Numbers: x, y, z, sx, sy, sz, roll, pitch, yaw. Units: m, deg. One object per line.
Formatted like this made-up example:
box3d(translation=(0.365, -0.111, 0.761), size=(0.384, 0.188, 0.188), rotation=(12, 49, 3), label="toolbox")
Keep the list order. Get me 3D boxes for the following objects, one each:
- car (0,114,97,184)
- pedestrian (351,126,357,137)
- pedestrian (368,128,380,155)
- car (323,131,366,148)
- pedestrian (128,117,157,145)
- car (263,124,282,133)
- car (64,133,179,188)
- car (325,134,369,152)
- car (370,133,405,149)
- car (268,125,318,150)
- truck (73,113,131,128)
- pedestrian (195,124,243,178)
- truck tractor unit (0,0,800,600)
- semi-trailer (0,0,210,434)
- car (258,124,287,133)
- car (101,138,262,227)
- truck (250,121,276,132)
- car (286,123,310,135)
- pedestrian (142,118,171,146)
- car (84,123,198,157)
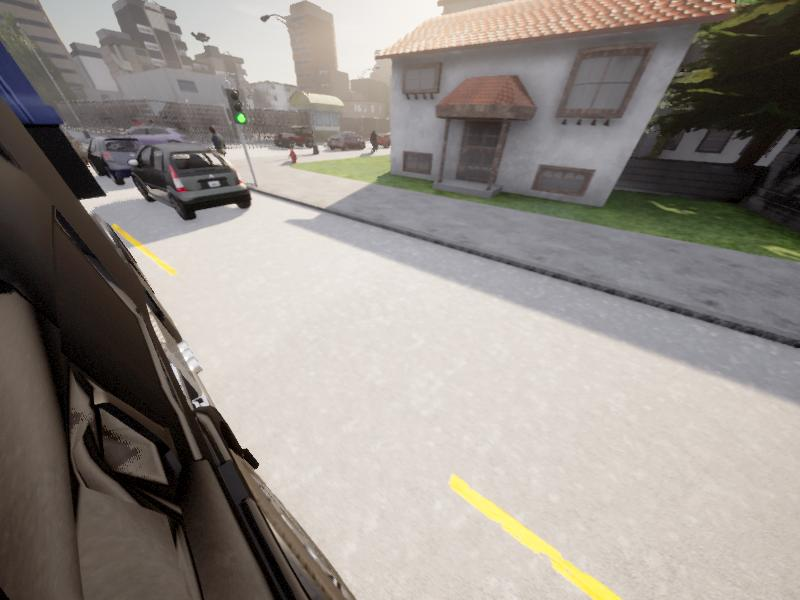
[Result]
box3d(translation=(-15.052, -6.387, 9.739), size=(1.932, 1.855, 4.605), rotation=(-21, 44, -37), label="car")
box3d(translation=(-9.395, -34.572, 47.427), size=(0.751, 1.860, 0.751), rotation=(23, 41, 25), label="pedestrian")
box3d(translation=(-2.284, -14.003, 20.418), size=(0.751, 1.860, 0.751), rotation=(23, 41, 25), label="pedestrian")
box3d(translation=(-6.660, -19.656, 28.199), size=(2.128, 1.511, 4.902), rotation=(24, 42, 26), label="car")
box3d(translation=(-21.724, -14.226, 19.526), size=(0.751, 1.860, 0.751), rotation=(17, 39, 18), label="pedestrian")
box3d(translation=(-28.676, -38.723, 52.152), size=(3.705, 1.547, 1.789), rotation=(24, 42, 26), label="car")
box3d(translation=(-11.278, -5.784, 9.400), size=(3.633, 1.501, 1.845), rotation=(24, 42, 26), label="car")
box3d(translation=(-5.416, -16.370, 24.010), size=(1.994, 1.385, 4.181), rotation=(23, 41, 25), label="car")
box3d(translation=(-1.483, -19.786, 28.672), size=(2.007, 1.525, 4.514), rotation=(24, 42, 26), label="car")
box3d(translation=(-10.640, -16.426, 23.335), size=(1.905, 1.878, 3.866), rotation=(24, 41, 26), label="car")
box3d(translation=(-56.711, -34.294, 44.212), size=(2.390, 2.098, 6.274), rotation=(24, 42, 26), label="truck")
box3d(translation=(-7.643, -6.332, 9.863), size=(0.751, 1.860, 0.751), rotation=(5, 37, 3), label="pedestrian")
box3d(translation=(-2.645, -0.295, 0.351), size=(6.516, 4.208, 3.053), rotation=(28, 44, 30), label="truck tractor unit")
box3d(translation=(-9.233, -3.174, 3.616), size=(14.254, 4.402, 2.717), rotation=(22, 42, 23), label="semi-trailer")
box3d(translation=(-28.775, -38.824, 52.401), size=(2.033, 1.415, 5.357), rotation=(24, 42, 26), label="car")
box3d(translation=(-6.315, -3.636, 6.770), size=(3.988, 1.617, 1.851), rotation=(24, 42, 26), label="car")
box3d(translation=(-31.938, -40.588, 54.042), size=(2.069, 2.038, 4.478), rotation=(24, 42, 26), label="truck")
box3d(translation=(-20.976, -35.212, 47.666), size=(1.905, 1.878, 3.866), rotation=(24, 42, 26), label="car")
box3d(translation=(-20.377, -14.055, 19.379), size=(0.751, 1.860, 0.751), rotation=(16, 39, 17), label="pedestrian")
box3d(translation=(-17.640, -11.168, 16.117), size=(4.856, 1.649, 2.033), rotation=(-25, 46, -32), label="car")
